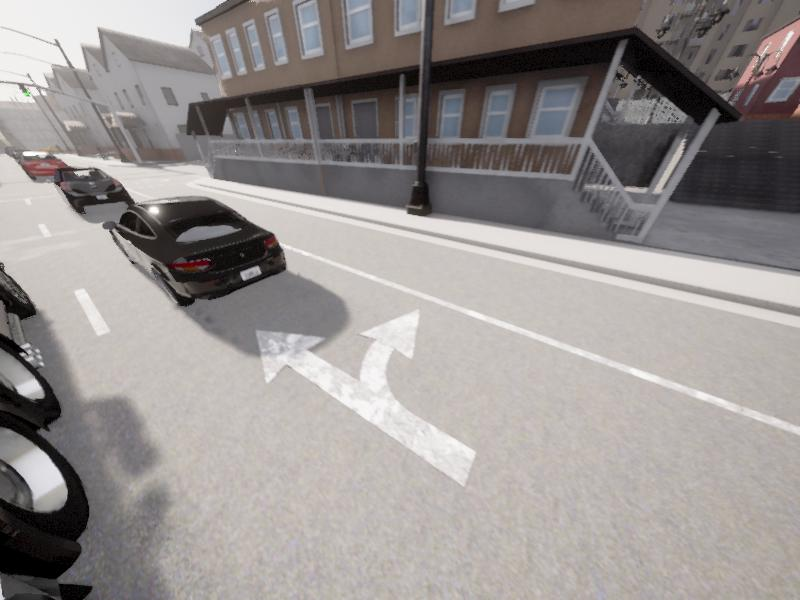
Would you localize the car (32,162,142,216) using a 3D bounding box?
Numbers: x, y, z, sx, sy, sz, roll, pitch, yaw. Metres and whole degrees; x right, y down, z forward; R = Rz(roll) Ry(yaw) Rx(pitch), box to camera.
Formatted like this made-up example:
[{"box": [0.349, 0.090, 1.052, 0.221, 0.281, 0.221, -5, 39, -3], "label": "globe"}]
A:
[{"box": [-12.984, -4.729, 9.611, 3.633, 1.501, 1.845, 21, 40, 28], "label": "car"}]

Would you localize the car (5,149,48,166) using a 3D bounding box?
[{"box": [-43.930, -16.800, 27.158, 4.514, 1.525, 2.007, 21, 40, 28], "label": "car"}]

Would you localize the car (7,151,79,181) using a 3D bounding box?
[{"box": [-27.547, -10.465, 17.828, 4.611, 1.667, 2.242, 21, 40, 28], "label": "car"}]

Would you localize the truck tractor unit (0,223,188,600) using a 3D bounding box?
[{"box": [-5.035, -0.369, 0.887, 6.516, 4.208, 3.053, 21, 39, 27], "label": "truck tractor unit"}]

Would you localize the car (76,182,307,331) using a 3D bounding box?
[{"box": [-4.303, -1.317, 4.725, 4.674, 1.442, 1.812, 22, 40, 28], "label": "car"}]
